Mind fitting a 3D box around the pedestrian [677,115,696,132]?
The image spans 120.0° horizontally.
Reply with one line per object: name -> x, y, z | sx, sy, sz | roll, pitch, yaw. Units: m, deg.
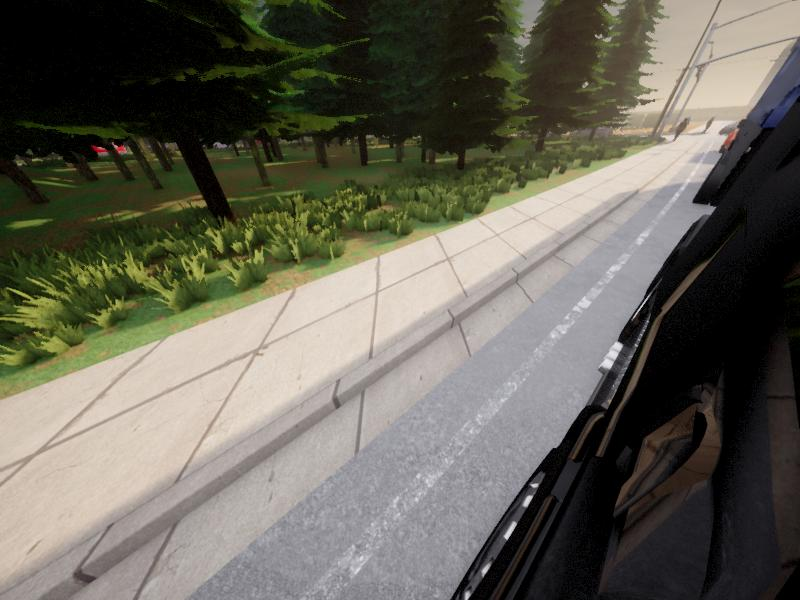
pedestrian -> 40.181, -24.735, 32.422 | 0.751, 1.860, 0.751 | 17, 41, 24

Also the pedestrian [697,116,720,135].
pedestrian -> 39.061, -22.146, 29.291 | 0.751, 1.860, 0.751 | 4, 37, 8

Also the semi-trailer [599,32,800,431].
semi-trailer -> 8.644, -3.640, 4.283 | 14.254, 4.402, 2.717 | -29, 44, -30

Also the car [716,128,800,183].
car -> 15.880, -6.342, 9.902 | 4.902, 1.511, 2.128 | -29, 44, -30

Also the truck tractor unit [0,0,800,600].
truck tractor unit -> 2.645, -0.295, 0.351 | 6.516, 4.208, 3.053 | -28, 44, -30

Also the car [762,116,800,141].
car -> 35.578, -15.251, 20.481 | 2.242, 1.667, 4.611 | 23, 43, 29

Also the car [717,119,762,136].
car -> 40.418, -20.544, 27.510 | 4.181, 1.385, 1.994 | -21, 41, -23

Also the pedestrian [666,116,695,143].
pedestrian -> 24.523, -14.909, 20.229 | 0.751, 1.860, 0.751 | -26, 42, -28

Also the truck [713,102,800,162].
truck -> 21.365, -9.902, 13.488 | 5.204, 2.467, 2.627 | -30, 45, -30
